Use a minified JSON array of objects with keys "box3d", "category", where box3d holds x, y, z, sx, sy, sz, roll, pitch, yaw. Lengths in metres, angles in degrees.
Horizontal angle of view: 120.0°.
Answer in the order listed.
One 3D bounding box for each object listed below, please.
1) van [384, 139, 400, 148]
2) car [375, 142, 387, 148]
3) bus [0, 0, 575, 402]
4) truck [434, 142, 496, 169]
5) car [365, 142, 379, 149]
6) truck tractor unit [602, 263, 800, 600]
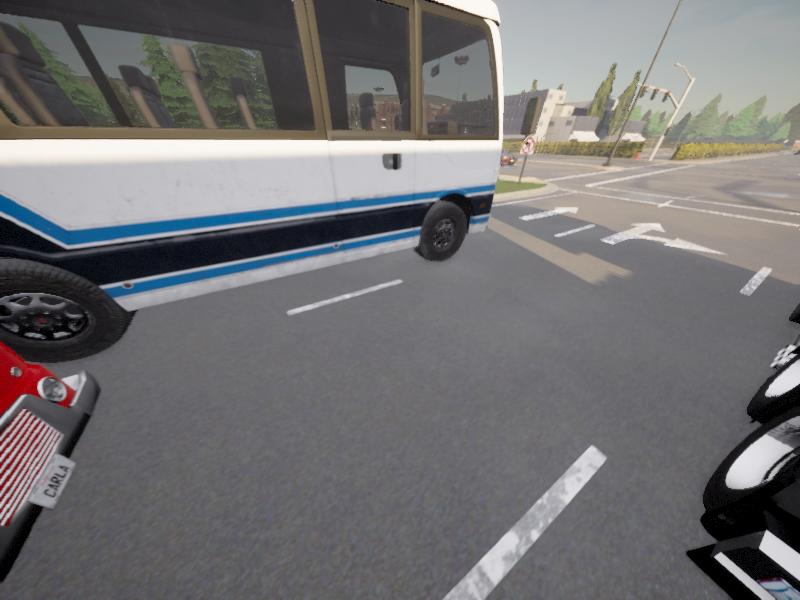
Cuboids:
[{"box3d":[-2.608,-49.176,72.505,2.351,2.431,6.366,-18,39,-25],"category":"van"},{"box3d":[-5.834,-47.967,71.605,1.812,1.442,4.674,-18,39,-25],"category":"car"},{"box3d":[-2.871,-2.407,3.719,10.273,4.253,3.944,-18,39,-24],"category":"bus"},{"box3d":[6.528,-15.373,24.302,2.390,2.098,6.274,-19,39,-25],"category":"truck"},{"box3d":[-8.473,-46.632,69.590,2.038,1.542,4.974,-18,39,-24],"category":"car"},{"box3d":[5.113,-0.297,0.791,6.516,4.208,3.053,-18,39,-24],"category":"truck tractor unit"}]
